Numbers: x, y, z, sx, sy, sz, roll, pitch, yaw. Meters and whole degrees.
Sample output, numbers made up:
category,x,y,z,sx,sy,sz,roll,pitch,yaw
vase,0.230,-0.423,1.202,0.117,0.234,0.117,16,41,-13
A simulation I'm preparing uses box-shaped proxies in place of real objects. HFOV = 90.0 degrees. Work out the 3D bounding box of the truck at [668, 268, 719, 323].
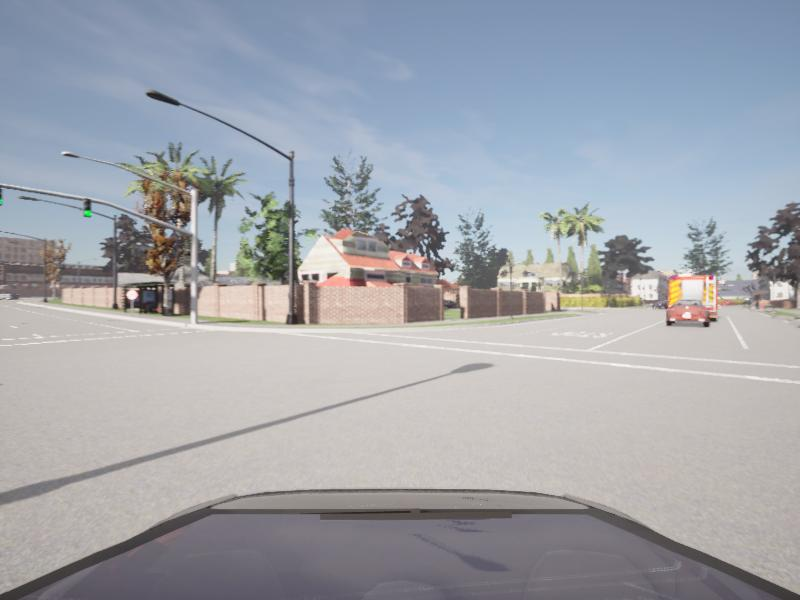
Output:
category,x,y,z,sx,sy,sz,roll,pitch,yaw
truck,23.455,-0.311,31.790,2.891,3.827,8.468,0,0,39

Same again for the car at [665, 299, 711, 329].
category,x,y,z,sx,sy,sz,roll,pitch,yaw
car,18.159,0.789,25.123,2.152,1.651,5.027,0,0,38

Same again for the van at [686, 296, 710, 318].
category,x,y,z,sx,sy,sz,roll,pitch,yaw
van,28.890,0.609,38.857,1.775,1.987,4.442,0,0,36
